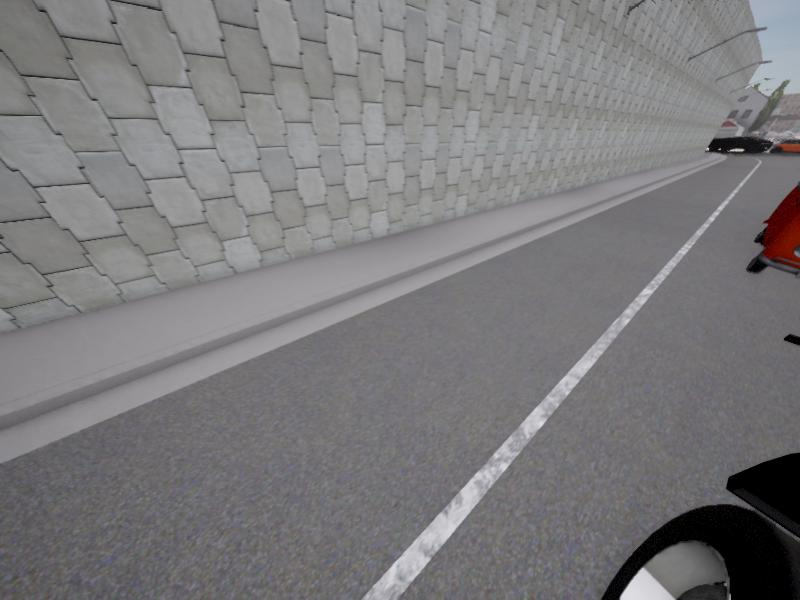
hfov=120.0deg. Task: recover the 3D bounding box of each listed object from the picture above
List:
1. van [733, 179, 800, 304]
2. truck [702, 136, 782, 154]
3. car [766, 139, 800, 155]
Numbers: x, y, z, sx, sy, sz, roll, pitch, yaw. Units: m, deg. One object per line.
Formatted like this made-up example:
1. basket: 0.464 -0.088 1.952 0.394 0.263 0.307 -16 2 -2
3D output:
1. van: 8.405 -1.436 4.147 4.442 1.987 1.775 -23 41 -29
2. truck: 51.509 -23.624 35.107 2.390 2.098 6.274 -5 35 -6
3. car: 55.741 -21.307 32.070 2.097 1.767 4.553 -12 37 -16
